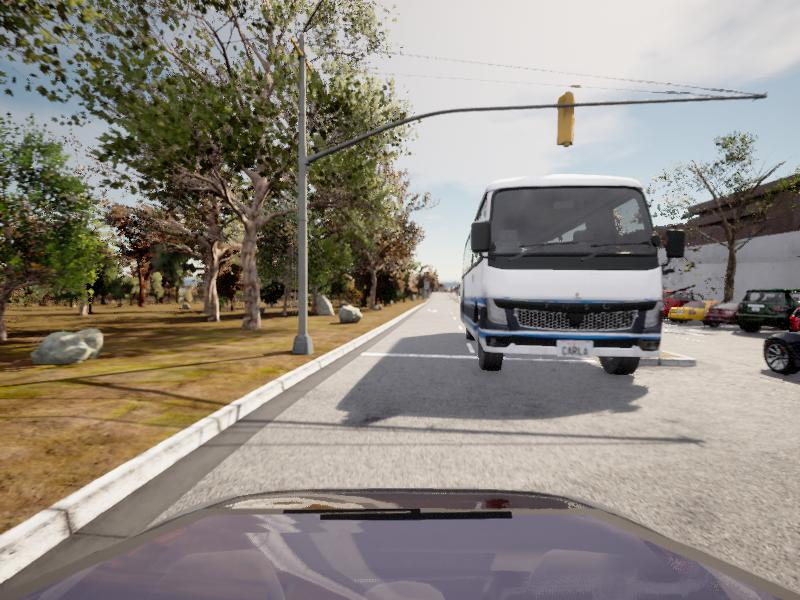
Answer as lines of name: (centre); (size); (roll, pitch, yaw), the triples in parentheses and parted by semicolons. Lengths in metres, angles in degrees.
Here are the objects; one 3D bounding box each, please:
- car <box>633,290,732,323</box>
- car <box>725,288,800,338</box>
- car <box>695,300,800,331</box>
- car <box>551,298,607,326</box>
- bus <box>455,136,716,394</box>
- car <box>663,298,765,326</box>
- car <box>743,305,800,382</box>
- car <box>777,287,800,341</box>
car: (19.151, 0.423, 27.221); (5.566, 2.045, 2.435); (1, 1, -14)
car: (18.247, 0.564, 18.253); (5.566, 2.045, 2.435); (1, 1, -14)
car: (18.514, 0.807, 21.242); (4.674, 1.452, 2.002); (1, 1, -14)
car: (10.700, 0.641, 24.258); (1.816, 1.474, 4.193); (1, 1, 6)
bus: (3.784, -0.624, 11.929); (3.944, 4.253, 10.273); (1, 0, 6)
car: (19.001, 0.722, 24.275); (5.366, 1.575, 1.946); (1, 1, -14)
car: (8.792, 0.854, 6.840); (2.163, 1.488, 4.792); (0, 0, 7)
car: (17.881, 0.610, 15.239); (5.566, 2.045, 2.435); (1, 1, -14)
